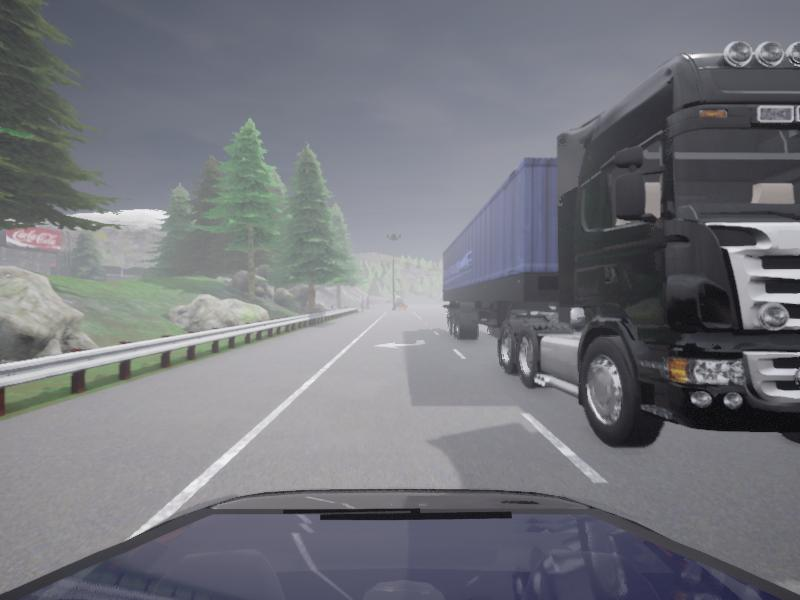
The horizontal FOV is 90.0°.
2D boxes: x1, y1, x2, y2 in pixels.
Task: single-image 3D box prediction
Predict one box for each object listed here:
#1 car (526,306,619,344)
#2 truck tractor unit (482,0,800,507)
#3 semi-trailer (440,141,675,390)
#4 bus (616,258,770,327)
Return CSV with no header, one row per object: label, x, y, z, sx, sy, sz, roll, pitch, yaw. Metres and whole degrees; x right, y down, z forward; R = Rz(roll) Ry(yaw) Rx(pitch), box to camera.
car,6.999,0.948,16.877,1.895,1.301,4.718,0,0,0
truck tractor unit,3.500,-0.517,6.312,3.053,4.208,6.516,0,0,0
semi-trailer,3.511,-0.622,14.226,2.717,4.402,14.254,0,0,0
bus,20.873,-0.522,29.869,3.944,4.253,10.273,0,1,0
